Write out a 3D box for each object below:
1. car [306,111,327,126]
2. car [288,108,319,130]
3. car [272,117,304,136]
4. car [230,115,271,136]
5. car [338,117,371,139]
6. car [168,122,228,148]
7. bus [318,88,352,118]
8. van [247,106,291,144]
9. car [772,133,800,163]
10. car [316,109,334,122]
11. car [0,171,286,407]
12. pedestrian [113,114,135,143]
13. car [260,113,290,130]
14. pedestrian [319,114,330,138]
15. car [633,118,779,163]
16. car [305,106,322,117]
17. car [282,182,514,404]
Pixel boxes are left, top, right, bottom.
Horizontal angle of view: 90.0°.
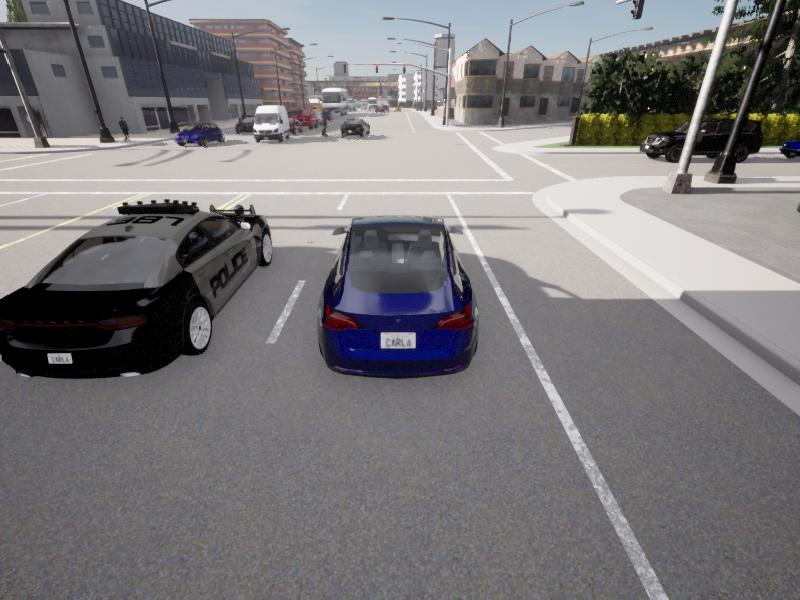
[{"bbox_3d":[-10.836,-23.680,52.104,1.812,1.442,4.674,0,27,0],"label":"car"},{"bbox_3d":[-10.791,-20.545,45.354,2.150,2.045,5.566,0,27,0],"label":"car"},{"bbox_3d":[-10.728,-16.855,38.687,1.812,1.442,4.674,0,27,0],"label":"car"},{"bbox_3d":[-14.246,-16.828,38.412,1.930,1.638,5.238,0,26,0],"label":"car"},{"bbox_3d":[-3.972,-15.426,35.755,1.882,1.535,5.008,3,27,4],"label":"car"},{"bbox_3d":[-14.468,-12.012,28.983,1.816,1.474,4.193,2,26,4],"label":"car"},{"bbox_3d":[-10.829,-33.735,68.153,3.944,4.253,10.273,0,28,0],"label":"bus"},{"bbox_3d":[-10.271,-14.085,31.954,1.988,2.561,5.915,-3,26,-5],"label":"van"},{"bbox_3d":[23.277,-8.123,21.335,4.718,1.301,1.895,0,26,0],"label":"car"},{"bbox_3d":[-10.876,-26.809,58.044,1.816,1.474,4.193,0,28,0],"label":"car"},{"bbox_3d":[-3.524,-0.752,6.336,1.930,1.638,5.238,0,27,0],"label":"car"},{"bbox_3d":[-19.987,-12.451,29.037,0.751,1.860,0.751,-10,28,-19],"label":"pedestrian"},{"bbox_3d":[-14.301,-20.693,46.216,1.882,1.535,5.008,0,27,0],"label":"car"},{"bbox_3d":[-6.613,-15.223,34.935,0.751,1.860,0.751,-5,27,-11],"label":"pedestrian"},{"bbox_3d":[15.944,-8.466,21.182,5.566,2.045,2.150,0,26,0],"label":"car"},{"bbox_3d":[-14.438,-31.611,67.023,1.882,1.535,5.008,0,28,0],"label":"car"},{"bbox_3d":[-0.032,-0.602,6.212,2.163,1.488,4.792,0,27,0],"label":"car"}]
